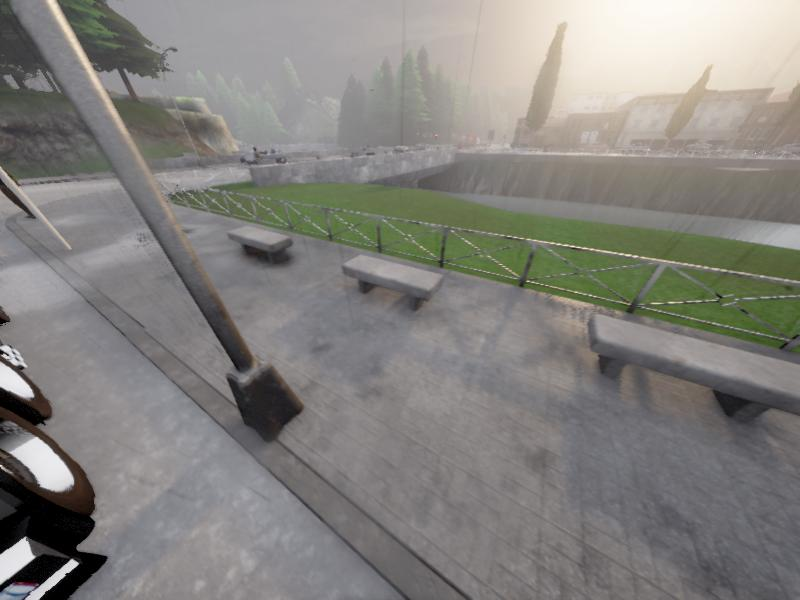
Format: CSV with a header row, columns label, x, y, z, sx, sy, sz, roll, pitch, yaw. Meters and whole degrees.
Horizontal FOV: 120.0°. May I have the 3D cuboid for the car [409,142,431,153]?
label,x,y,z,sx,sy,sz,roll,pitch,yaw
car,4.379,-33.167,50.189,2.033,1.649,4.856,26,44,33

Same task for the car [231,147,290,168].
label,x,y,z,sx,sy,sz,roll,pitch,yaw
car,-14.520,-15.144,24.438,2.242,1.667,4.611,18,39,25

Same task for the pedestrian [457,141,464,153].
label,x,y,z,sx,sy,sz,roll,pitch,yaw
pedestrian,11.392,-28.959,43.662,0.751,1.860,0.751,17,39,24

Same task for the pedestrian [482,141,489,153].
label,x,y,z,sx,sy,sz,roll,pitch,yaw
pedestrian,16.170,-28.909,43.545,0.751,1.860,0.751,16,38,21

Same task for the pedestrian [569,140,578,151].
label,x,y,z,sx,sy,sz,roll,pitch,yaw
pedestrian,35.222,-31.370,46.896,0.751,1.860,0.751,0,35,1

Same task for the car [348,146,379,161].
label,x,y,z,sx,sy,sz,roll,pitch,yaw
car,-4.911,-20.034,31.547,1.816,1.474,4.193,18,39,24

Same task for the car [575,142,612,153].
label,x,y,z,sx,sy,sz,roll,pitch,yaw
car,36.601,-28.960,43.855,5.027,1.651,2.152,18,39,24

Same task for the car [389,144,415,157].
label,x,y,z,sx,sy,sz,roll,pitch,yaw
car,0.395,-25.323,39.048,2.038,1.542,4.974,18,39,24

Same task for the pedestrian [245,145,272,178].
label,x,y,z,sx,sy,sz,roll,pitch,yaw
pedestrian,-9.658,-9.463,15.824,0.751,1.860,0.751,18,39,24

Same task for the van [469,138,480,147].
label,x,y,z,sx,sy,sz,roll,pitch,yaw
van,26.748,-56.481,82.651,1.988,2.561,5.915,18,39,24

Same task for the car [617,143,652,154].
label,x,y,z,sx,sy,sz,roll,pitch,yaw
car,41.901,-27.177,41.370,3.806,1.475,1.970,18,39,25

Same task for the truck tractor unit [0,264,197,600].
label,x,y,z,sx,sy,sz,roll,pitch,yaw
truck tractor unit,-5.113,-0.299,0.781,6.516,4.208,3.053,18,39,24

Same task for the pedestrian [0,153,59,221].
label,x,y,z,sx,sy,sz,roll,pitch,yaw
pedestrian,-12.603,-3.608,7.434,0.751,1.860,0.751,0,35,1

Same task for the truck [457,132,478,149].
label,x,y,z,sx,sy,sz,roll,pitch,yaw
truck,18.978,-44.711,64.717,2.891,3.827,8.468,18,39,24

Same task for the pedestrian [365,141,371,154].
label,x,y,z,sx,sy,sz,roll,pitch,yaw
pedestrian,-5.964,-28.554,43.236,0.751,1.860,0.751,28,44,34

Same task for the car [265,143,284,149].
label,x,y,z,sx,sy,sz,roll,pitch,yaw
car,-40.685,-50.186,75.205,2.163,1.488,4.792,18,39,24

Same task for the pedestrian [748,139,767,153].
label,x,y,z,sx,sy,sz,roll,pitch,yaw
pedestrian,59.699,-25.746,38.611,0.751,1.860,0.751,22,41,29

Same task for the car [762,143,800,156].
label,x,y,z,sx,sy,sz,roll,pitch,yaw
car,57.357,-22.147,33.998,3.806,1.475,1.970,18,39,25

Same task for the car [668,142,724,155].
label,x,y,z,sx,sy,sz,roll,pitch,yaw
car,48.592,-25.068,38.133,5.238,1.638,1.930,18,39,24
